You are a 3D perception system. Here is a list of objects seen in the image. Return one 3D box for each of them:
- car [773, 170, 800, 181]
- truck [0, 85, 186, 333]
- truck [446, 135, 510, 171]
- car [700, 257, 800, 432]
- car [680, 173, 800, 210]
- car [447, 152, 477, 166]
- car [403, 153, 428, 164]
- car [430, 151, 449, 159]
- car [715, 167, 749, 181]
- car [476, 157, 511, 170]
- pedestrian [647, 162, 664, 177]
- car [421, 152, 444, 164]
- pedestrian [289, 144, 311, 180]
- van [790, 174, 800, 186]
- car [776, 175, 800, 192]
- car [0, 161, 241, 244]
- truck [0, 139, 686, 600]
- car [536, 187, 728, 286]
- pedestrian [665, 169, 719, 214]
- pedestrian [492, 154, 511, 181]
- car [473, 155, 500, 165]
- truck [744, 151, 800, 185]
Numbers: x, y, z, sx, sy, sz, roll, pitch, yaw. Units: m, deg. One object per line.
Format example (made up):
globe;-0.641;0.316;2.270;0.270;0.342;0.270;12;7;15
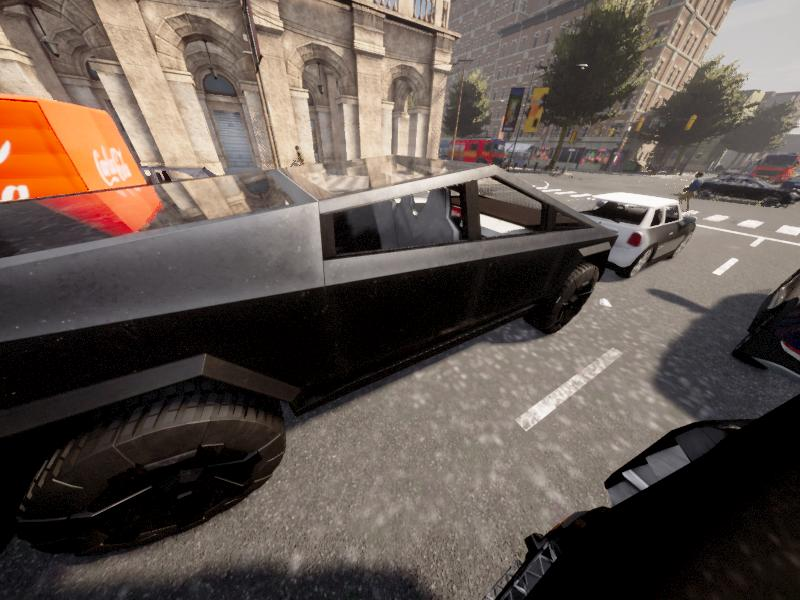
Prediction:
car;72.843;-23.468;43.522;5.366;1.575;1.801;-16;38;-26
truck;-6.568;-0.986;2.677;5.204;2.467;2.627;-16;38;-25
truck;10.717;-21.072;33.050;2.891;3.827;8.468;-16;38;-26
car;6.275;0.179;2.691;4.856;1.649;2.033;-16;38;-26
car;23.323;-7.533;15.728;2.128;1.511;4.902;-16;38;-26
car;10.545;-24.231;39.629;2.097;1.767;4.553;-16;38;-26
car;2.528;-24.523;39.890;1.895;1.301;4.718;-16;38;-26
car;10.149;-37.228;59.404;2.038;1.542;4.974;-16;38;-26
car;52.142;-19.784;36.285;5.238;1.638;1.930;-17;38;-27
car;13.993;-20.586;34.857;1.895;1.301;4.718;-16;38;-26
pedestrian;37.560;-19.121;33.913;0.751;1.860;0.751;-15;38;-25
car;5.647;-25.091;40.833;1.970;1.475;3.806;-16;38;-26
pedestrian;-6.146;-8.472;14.229;0.751;1.860;0.751;-19;39;-30
van;58.488;-17.447;32.545;6.366;2.431;2.351;-16;38;-26
car;44.466;-12.971;25.678;4.181;1.385;1.994;-16;38;-26
car;-6.687;-2.797;6.259;3.633;1.501;1.845;-16;38;-26
truck;-0.123;-0.414;2.663;6.274;2.098;2.390;-16;38;-26
car;5.756;-1.852;5.845;3.806;1.475;1.970;-16;38;-26
pedestrian;14.213;-5.309;11.313;0.751;1.860;0.751;-17;38;-27
pedestrian;8.217;-10.728;18.736;0.751;1.860;0.751;1;34;-3
car;17.473;-28.414;46.780;1.812;1.442;4.674;-26;43;-36
truck;54.916;-19.236;33.701;8.468;3.827;2.891;-16;38;-26
